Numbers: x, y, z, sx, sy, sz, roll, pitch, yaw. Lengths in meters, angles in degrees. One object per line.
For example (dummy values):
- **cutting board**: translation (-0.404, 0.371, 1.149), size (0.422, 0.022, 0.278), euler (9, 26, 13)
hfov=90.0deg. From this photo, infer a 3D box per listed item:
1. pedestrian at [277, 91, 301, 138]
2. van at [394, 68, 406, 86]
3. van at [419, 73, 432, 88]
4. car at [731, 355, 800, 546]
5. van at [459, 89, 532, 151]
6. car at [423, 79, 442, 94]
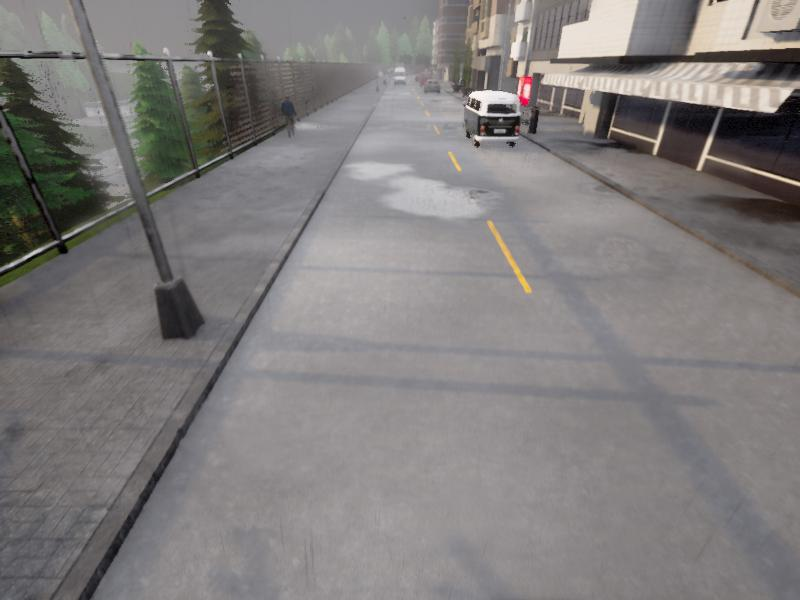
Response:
- **pedestrian**: translation (-5.077, -8.524, 18.393), size (0.751, 1.860, 0.751), euler (-2, 31, -4)
- **van**: translation (-0.008, -37.824, 67.837), size (1.988, 2.561, 5.915), euler (0, 30, 0)
- **van**: translation (3.994, -34.708, 63.118), size (1.775, 1.987, 4.442), euler (0, 30, 0)
- **car**: translation (4.002, 2.009, 1.084), size (2.163, 1.488, 4.792), euler (0, 30, 0)
- **van**: translation (3.999, -8.100, 17.749), size (2.069, 2.038, 4.480), euler (0, 30, 0)
- **car**: translation (3.994, -26.660, 49.916), size (1.970, 1.475, 3.806), euler (0, 30, 0)
